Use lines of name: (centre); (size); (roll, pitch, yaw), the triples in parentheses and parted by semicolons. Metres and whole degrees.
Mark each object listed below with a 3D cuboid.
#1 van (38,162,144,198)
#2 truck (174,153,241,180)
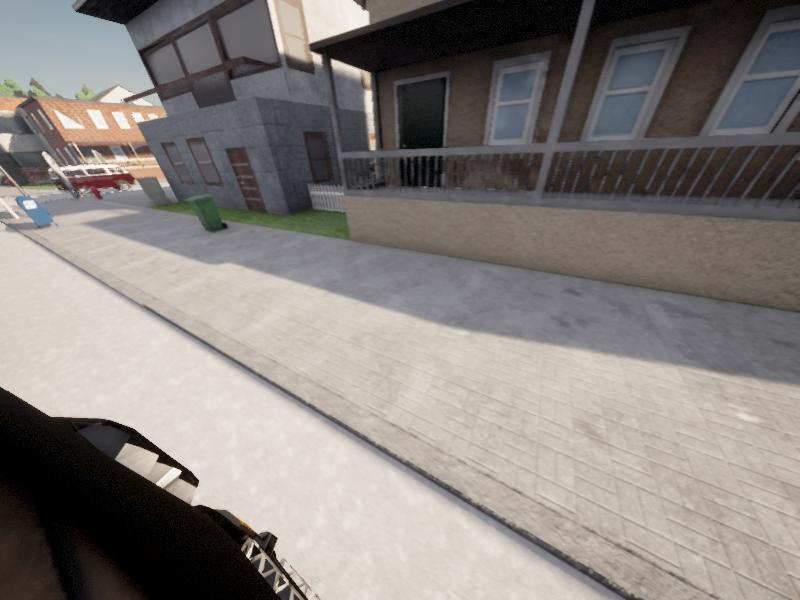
van: (-25.121, -9.978, 19.092); (2.069, 2.038, 4.480); (13, 37, 24)
truck: (-23.317, -16.428, 28.302); (2.627, 2.467, 5.204); (17, 38, 27)
